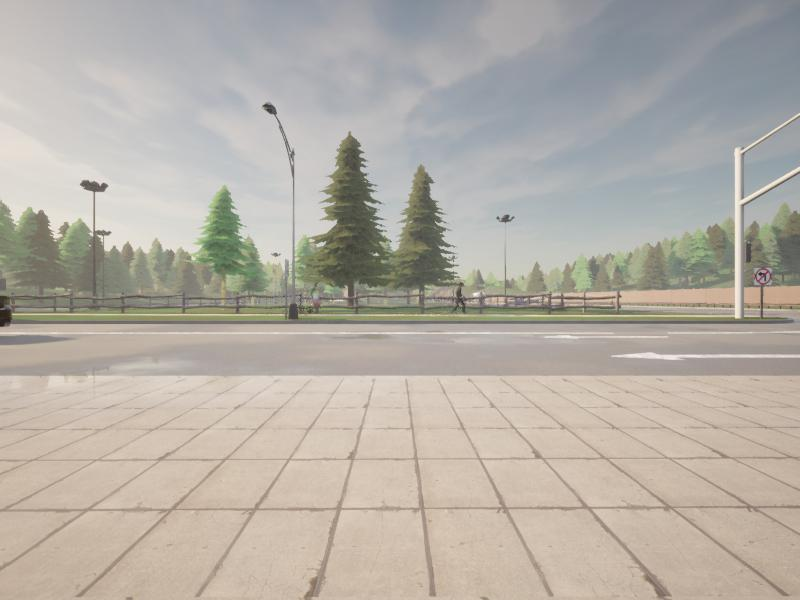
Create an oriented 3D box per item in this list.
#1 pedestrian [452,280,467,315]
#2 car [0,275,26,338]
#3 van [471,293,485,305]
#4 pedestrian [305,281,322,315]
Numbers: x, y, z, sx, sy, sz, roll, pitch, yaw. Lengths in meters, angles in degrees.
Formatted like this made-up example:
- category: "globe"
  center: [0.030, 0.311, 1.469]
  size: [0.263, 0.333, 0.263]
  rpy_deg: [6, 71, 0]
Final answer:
- category: "pedestrian"
  center: [3.229, -0.115, 21.631]
  size: [0.751, 1.860, 0.751]
  rpy_deg: [0, 0, 3]
- category: "car"
  center: [-13.033, 0.171, 10.176]
  size: [5.238, 1.638, 1.930]
  rpy_deg: [0, 0, 0]
- category: "van"
  center: [17.299, -0.300, 89.073]
  size: [1.988, 2.561, 5.915]
  rpy_deg: [0, 0, -1]
- category: "pedestrian"
  center: [-4.807, -0.115, 22.307]
  size: [0.751, 1.860, 0.751]
  rpy_deg: [0, 0, 3]
